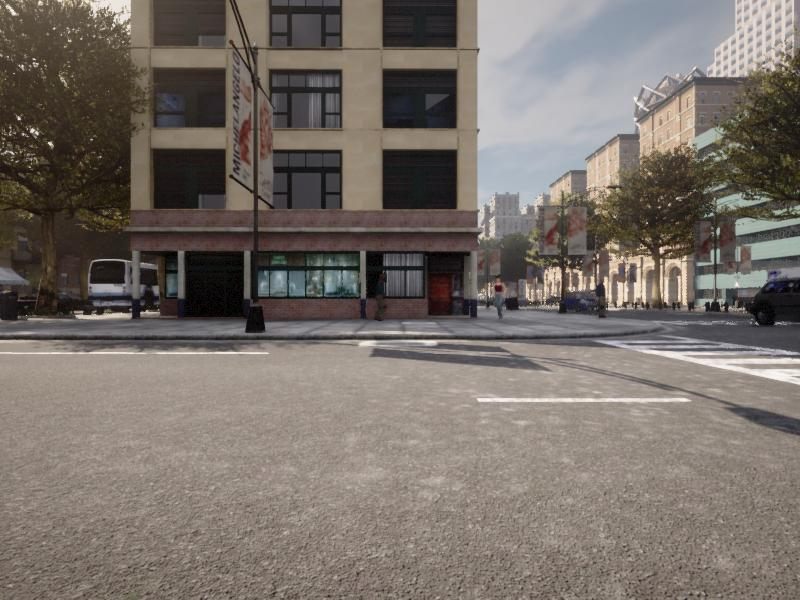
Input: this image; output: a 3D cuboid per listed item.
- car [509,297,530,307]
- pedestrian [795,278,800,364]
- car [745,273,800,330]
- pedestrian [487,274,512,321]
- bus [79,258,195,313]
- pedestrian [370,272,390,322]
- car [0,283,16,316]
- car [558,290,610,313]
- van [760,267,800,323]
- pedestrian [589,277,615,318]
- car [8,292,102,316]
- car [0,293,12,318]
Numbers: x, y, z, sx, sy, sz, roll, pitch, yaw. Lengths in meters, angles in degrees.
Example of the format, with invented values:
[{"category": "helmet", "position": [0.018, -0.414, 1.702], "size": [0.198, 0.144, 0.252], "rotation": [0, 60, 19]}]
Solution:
[{"category": "car", "position": [18.192, 0.270, 60.994], "size": [1.812, 1.442, 4.674], "rotation": [0, 0, 0]}, {"category": "pedestrian", "position": [6.458, 0.317, 5.801], "size": [0.751, 1.300, 0.751], "rotation": [0, 0, -11]}, {"category": "car", "position": [14.166, 0.054, 13.460], "size": [1.932, 1.855, 4.605], "rotation": [0, 0, 13]}, {"category": "pedestrian", "position": [4.058, -0.115, 16.362], "size": [0.751, 1.860, 0.751], "rotation": [0, 0, 40]}, {"category": "bus", "position": [-23.249, -1.134, 36.536], "size": [3.944, 4.253, 10.273], "rotation": [0, 0, 0]}, {"category": "pedestrian", "position": [-0.751, -0.115, 15.270], "size": [0.751, 1.860, 0.751], "rotation": [0, 0, -1]}, {"category": "car", "position": [-26.532, -0.032, 23.755], "size": [2.150, 2.045, 5.566], "rotation": [0, 0, 0]}, {"category": "car", "position": [14.857, 0.094, 32.614], "size": [2.097, 1.767, 4.553], "rotation": [0, 0, 0]}, {"category": "van", "position": [18.549, -0.222, 16.039], "size": [2.351, 2.431, 6.366], "rotation": [0, 0, -2]}, {"category": "pedestrian", "position": [9.334, -0.115, 18.472], "size": [0.751, 1.860, 0.751], "rotation": [0, 0, -20]}, {"category": "car", "position": [-23.034, 0.236, 27.050], "size": [2.128, 1.511, 4.902], "rotation": [0, 0, -1]}, {"category": "car", "position": [-23.088, 0.295, 20.081], "size": [2.033, 1.411, 5.357], "rotation": [0, 0, 0]}]
